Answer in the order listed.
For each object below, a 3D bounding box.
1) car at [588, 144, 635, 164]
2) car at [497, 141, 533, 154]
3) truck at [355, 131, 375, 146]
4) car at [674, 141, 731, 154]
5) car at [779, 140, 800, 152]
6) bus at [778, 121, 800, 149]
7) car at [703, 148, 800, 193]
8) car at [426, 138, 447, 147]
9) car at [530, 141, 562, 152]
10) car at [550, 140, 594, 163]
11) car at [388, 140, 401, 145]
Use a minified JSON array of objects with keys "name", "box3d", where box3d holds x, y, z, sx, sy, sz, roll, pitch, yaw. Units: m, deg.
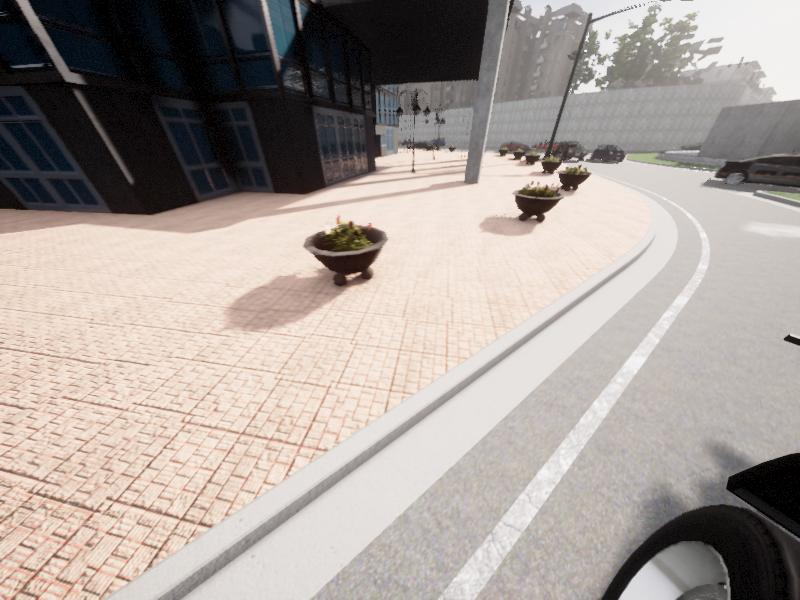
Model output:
[{"name":"car","box3d":[21.629,-15.141,23.863,1.845,1.501,3.633,6,36,9]},{"name":"car","box3d":[19.210,-25.735,38.819,2.152,1.651,5.027,-17,39,-22]},{"name":"truck","box3d":[-11.775,-54.004,77.233,2.891,3.827,8.468,-21,40,-27]},{"name":"car","box3d":[48.351,-24.506,37.078,5.027,1.651,2.152,9,36,14]},{"name":"car","box3d":[64.245,-25.087,37.623,5.008,1.535,1.882,-21,40,-27]},{"name":"bus","box3d":[79.636,-32.248,45.225,10.273,4.253,3.944,-22,41,-27]},{"name":"car","box3d":[19.463,-6.305,11.256,1.930,1.638,5.238,-13,37,-17]},{"name":"car","box3d":[9.709,-42.139,61.790,2.150,2.045,5.566,-21,40,-27]},{"name":"car","box3d":[27.009,-28.546,42.821,4.514,1.525,2.007,28,44,34]},{"name":"car","box3d":[18.512,-16.264,25.174,1.932,1.855,4.605,7,36,10]},{"name":"car","box3d":[-1.914,-55.505,81.270,1.882,1.535,5.008,-21,40,-27]}]
